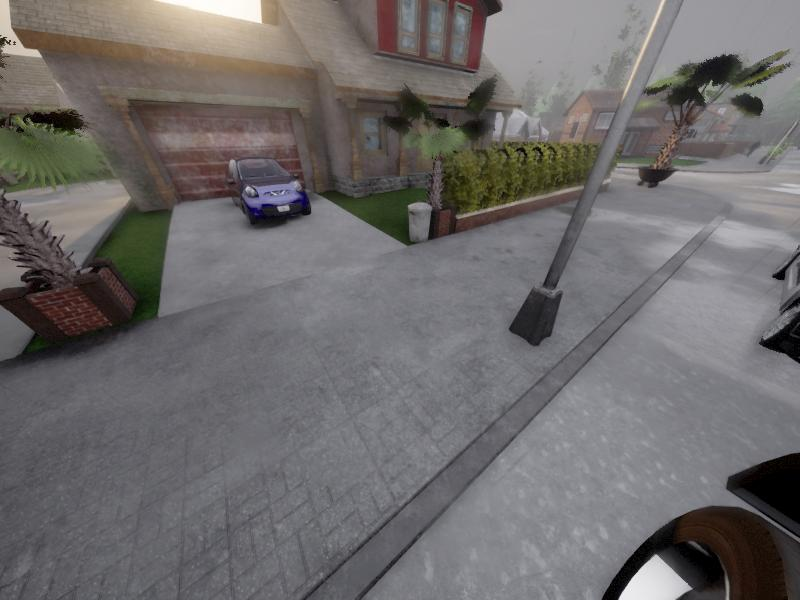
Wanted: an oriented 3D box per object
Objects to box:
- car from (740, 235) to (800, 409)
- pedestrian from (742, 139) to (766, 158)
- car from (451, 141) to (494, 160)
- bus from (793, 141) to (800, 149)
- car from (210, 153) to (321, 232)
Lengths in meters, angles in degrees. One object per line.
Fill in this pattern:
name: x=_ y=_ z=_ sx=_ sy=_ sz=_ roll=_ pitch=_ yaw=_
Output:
car: x=6.545 y=-0.167 z=2.712 sx=5.238 sy=1.638 sz=1.930 roll=-22 pitch=41 yaw=-28
pedestrian: x=40.920 y=-17.539 z=26.717 sx=0.751 sy=1.860 sz=0.751 roll=-25 pitch=42 yaw=-31
car: x=8.856 y=-18.636 z=28.755 sx=2.097 sy=1.767 sz=4.553 roll=-22 pitch=41 yaw=-28
bus: x=83.986 y=-32.649 z=46.033 sx=10.273 sy=4.253 sz=3.944 roll=-22 pitch=41 yaw=-28
car: x=-4.139 y=-3.474 z=7.009 sx=1.845 sy=1.501 sz=3.633 roll=-24 pitch=42 yaw=-30
